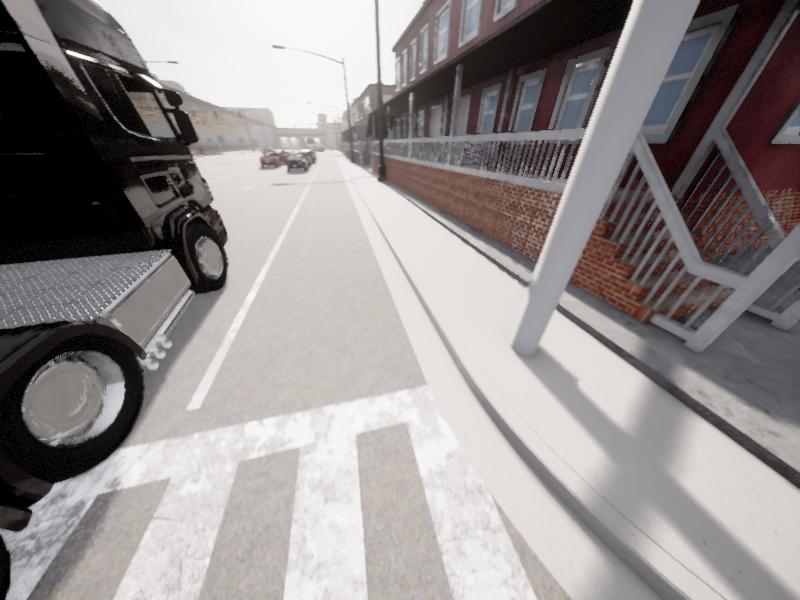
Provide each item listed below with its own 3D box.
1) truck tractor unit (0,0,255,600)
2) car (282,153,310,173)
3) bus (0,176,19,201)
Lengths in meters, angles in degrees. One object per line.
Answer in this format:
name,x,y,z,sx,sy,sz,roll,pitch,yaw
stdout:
truck tractor unit,-4.023,-0.792,1.517,3.053,4.208,6.516,-10,36,-14
car,-10.581,-14.190,23.821,1.812,1.442,4.674,-8,35,-12
bus,-19.676,-3.808,5.802,3.944,4.253,10.273,-8,35,-12
